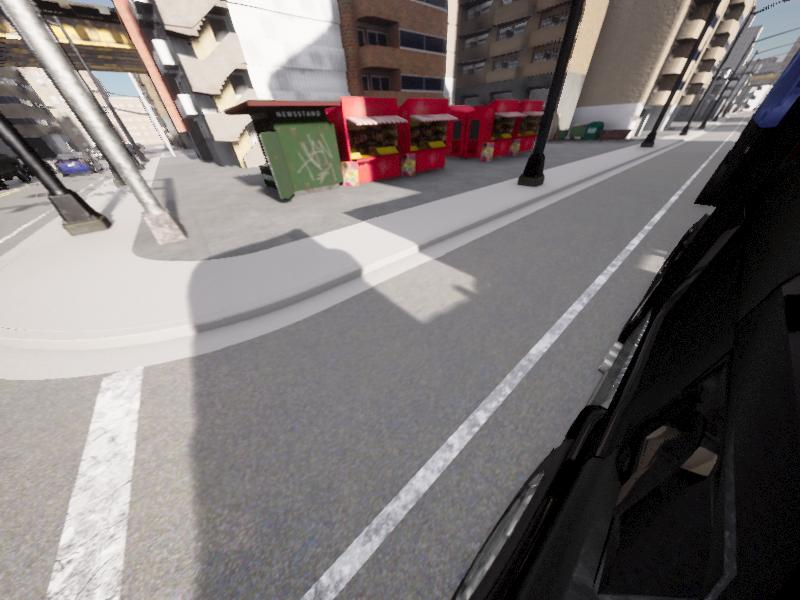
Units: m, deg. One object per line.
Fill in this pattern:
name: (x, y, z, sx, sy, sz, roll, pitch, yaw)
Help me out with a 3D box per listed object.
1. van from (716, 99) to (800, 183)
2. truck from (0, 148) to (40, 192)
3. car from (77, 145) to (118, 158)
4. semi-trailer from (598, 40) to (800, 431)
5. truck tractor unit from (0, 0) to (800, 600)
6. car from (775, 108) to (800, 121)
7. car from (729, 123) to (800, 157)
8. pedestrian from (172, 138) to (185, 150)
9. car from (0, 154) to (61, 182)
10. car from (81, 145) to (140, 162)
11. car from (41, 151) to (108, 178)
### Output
van: (16.483, -6.924, 9.901, 6.366, 2.431, 2.351, -28, 44, -31)
truck: (-26.844, -8.232, 14.659, 2.390, 2.098, 6.274, -28, 44, -29)
car: (-54.316, -26.839, 41.643, 2.038, 1.542, 4.974, -11, 38, -10)
semi-trailer: (8.677, -3.617, 4.252, 14.254, 4.402, 2.717, -28, 44, -30)
truck tractor unit: (2.645, -0.295, 0.351, 6.516, 4.208, 3.053, -28, 44, -30)
car: (75.040, -35.826, 44.576, 4.611, 1.667, 2.242, -30, 45, -29)
car: (23.537, -10.352, 14.866, 4.902, 1.511, 2.128, -28, 44, -30)
pedestrian: (-42.888, -30.206, 44.719, 0.751, 1.860, 0.751, 17, 41, 24)
car: (-31.433, -11.148, 19.355, 2.163, 1.488, 4.792, -28, 44, -29)
car: (-41.201, -21.049, 33.103, 2.128, 1.511, 4.902, 5, 38, 11)
car: (-27.301, -11.591, 19.629, 2.163, 1.488, 4.792, -28, 44, -29)
